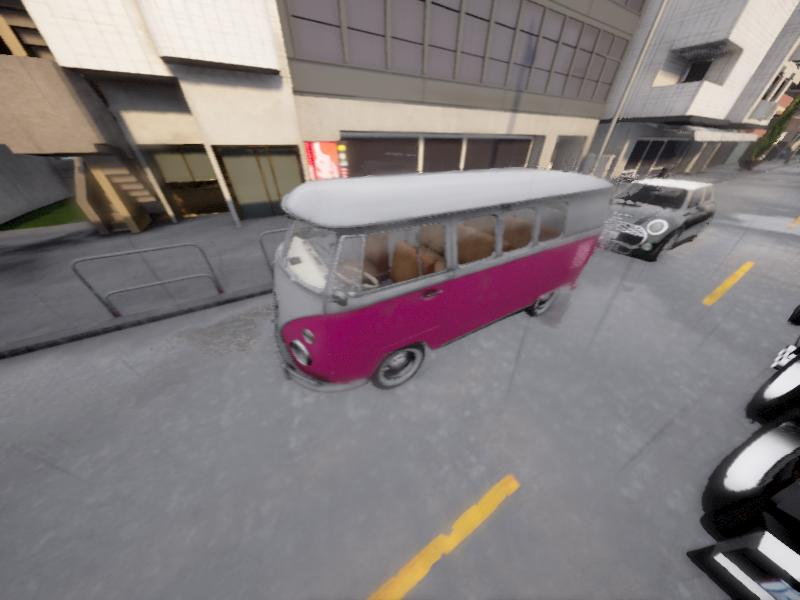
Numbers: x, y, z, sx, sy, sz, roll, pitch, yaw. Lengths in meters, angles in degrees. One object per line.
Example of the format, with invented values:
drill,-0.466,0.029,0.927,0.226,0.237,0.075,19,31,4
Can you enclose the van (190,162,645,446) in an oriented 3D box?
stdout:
van,0.599,-0.555,3.074,4.442,1.987,1.775,-18,39,-25

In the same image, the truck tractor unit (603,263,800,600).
truck tractor unit,5.109,-0.303,0.790,6.516,4.208,3.053,-18,39,-24

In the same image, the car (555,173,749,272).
car,6.397,-2.237,5.988,3.806,1.475,1.970,-18,39,-24
